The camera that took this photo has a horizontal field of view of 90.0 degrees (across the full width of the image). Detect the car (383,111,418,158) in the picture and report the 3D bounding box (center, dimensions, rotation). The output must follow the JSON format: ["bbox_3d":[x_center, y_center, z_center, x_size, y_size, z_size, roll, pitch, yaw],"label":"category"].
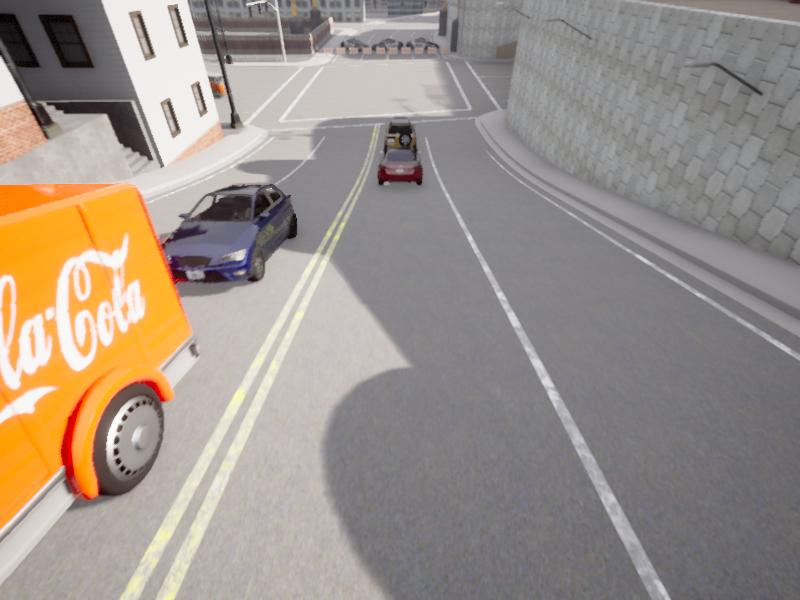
[{"bbox_3d":[0.025,-10.095,24.229,1.932,1.855,4.605,0,33,0],"label":"car"}]

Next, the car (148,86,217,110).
[{"bbox_3d":[-18.567,-17.302,34.309,4.674,1.442,1.812,-1,39,-1],"label":"car"}]

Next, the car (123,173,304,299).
[{"bbox_3d":[-3.495,-1.612,8.577,1.816,1.474,4.193,0,26,0],"label":"car"}]

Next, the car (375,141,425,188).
[{"bbox_3d":[0.014,-6.180,17.999,1.994,1.385,4.181,0,28,0],"label":"car"}]

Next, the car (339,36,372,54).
[{"bbox_3d":[-6.551,-37.481,58.741,4.974,1.542,2.038,32,49,33],"label":"car"}]

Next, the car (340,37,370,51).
[{"bbox_3d":[-6.588,-37.625,58.668,4.536,1.218,1.853,32,49,33],"label":"car"}]

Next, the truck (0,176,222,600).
[{"bbox_3d":[-3.540,1.060,2.091,2.627,2.467,5.204,-1,26,0],"label":"truck"}]

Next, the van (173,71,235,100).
[{"bbox_3d":[-17.955,-19.800,36.921,4.442,1.987,1.775,0,39,0],"label":"van"}]
